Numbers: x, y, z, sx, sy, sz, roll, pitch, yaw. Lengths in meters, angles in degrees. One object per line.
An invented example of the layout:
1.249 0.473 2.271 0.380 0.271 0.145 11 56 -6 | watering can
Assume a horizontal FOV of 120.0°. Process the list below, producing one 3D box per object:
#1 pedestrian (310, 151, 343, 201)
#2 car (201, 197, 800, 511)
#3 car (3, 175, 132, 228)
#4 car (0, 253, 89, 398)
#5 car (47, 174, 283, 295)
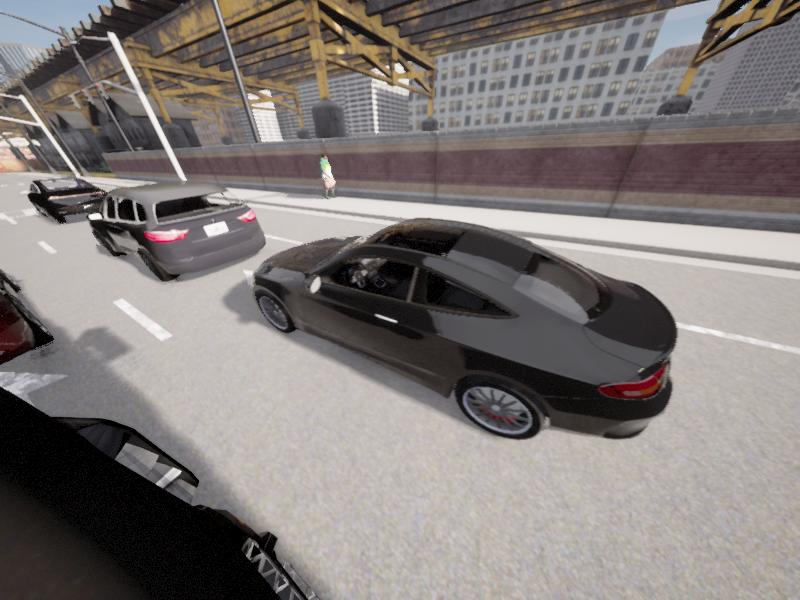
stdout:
-3.213 -5.444 10.204 0.751 1.860 0.751 9 35 16 | pedestrian
0.082 -0.190 2.840 4.674 1.442 1.812 16 38 26 | car
-14.566 -4.503 10.145 4.902 1.511 2.128 16 38 26 | car
-6.699 0.059 2.862 4.792 1.488 2.163 16 38 26 | car
-5.556 -1.934 5.598 4.611 1.667 2.242 16 38 25 | car
